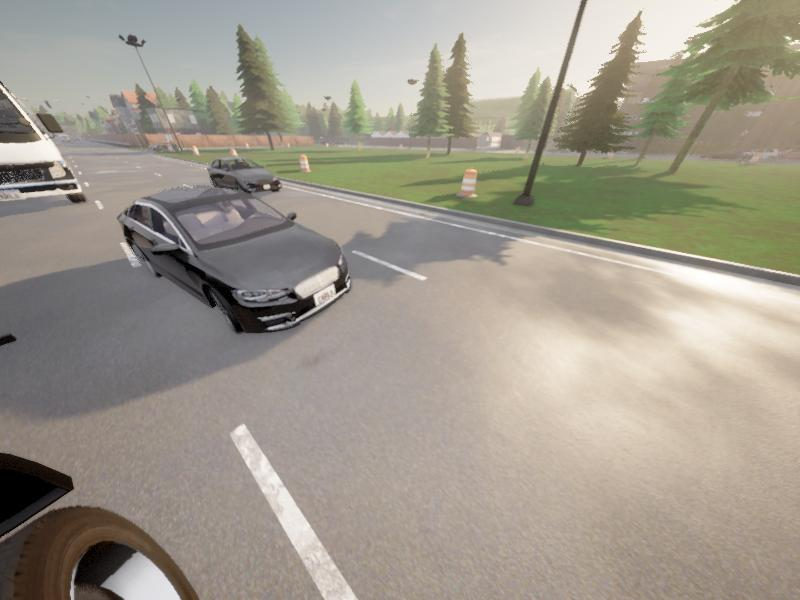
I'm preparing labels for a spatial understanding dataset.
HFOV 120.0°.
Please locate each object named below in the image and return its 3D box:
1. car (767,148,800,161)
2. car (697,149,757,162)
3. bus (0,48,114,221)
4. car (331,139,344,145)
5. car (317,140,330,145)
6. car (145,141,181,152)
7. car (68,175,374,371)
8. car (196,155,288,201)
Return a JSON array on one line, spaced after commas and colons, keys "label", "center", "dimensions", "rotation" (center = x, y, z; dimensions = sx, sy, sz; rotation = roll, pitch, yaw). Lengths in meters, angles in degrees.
[{"label": "car", "center": [59.746, -22.211, 35.167], "dimensions": [3.633, 1.501, 1.845], "rotation": [26, 42, 31]}, {"label": "car", "center": [46.466, -20.688, 33.041], "dimensions": [4.718, 1.301, 1.895], "rotation": [26, 42, 31]}, {"label": "bus", "center": [-16.320, -6.423, 9.188], "dimensions": [10.273, 4.253, 3.944], "rotation": [26, 42, 31]}, {"label": "car", "center": [-24.211, -61.141, 89.344], "dimensions": [4.605, 1.855, 1.932], "rotation": [26, 42, 31]}, {"label": "car", "center": [-29.070, -59.871, 87.837], "dimensions": [4.902, 1.511, 2.128], "rotation": [26, 42, 31]}, {"label": "car", "center": [-42.483, -27.592, 41.489], "dimensions": [1.970, 1.475, 3.806], "rotation": [11, 36, 15]}, {"label": "car", "center": [-3.098, -1.058, 4.096], "dimensions": [4.902, 1.511, 2.128], "rotation": [20, 39, 26]}, {"label": "car", "center": [-7.623, -6.027, 11.167], "dimensions": [4.193, 1.474, 1.816], "rotation": [23, 41, 29]}]
